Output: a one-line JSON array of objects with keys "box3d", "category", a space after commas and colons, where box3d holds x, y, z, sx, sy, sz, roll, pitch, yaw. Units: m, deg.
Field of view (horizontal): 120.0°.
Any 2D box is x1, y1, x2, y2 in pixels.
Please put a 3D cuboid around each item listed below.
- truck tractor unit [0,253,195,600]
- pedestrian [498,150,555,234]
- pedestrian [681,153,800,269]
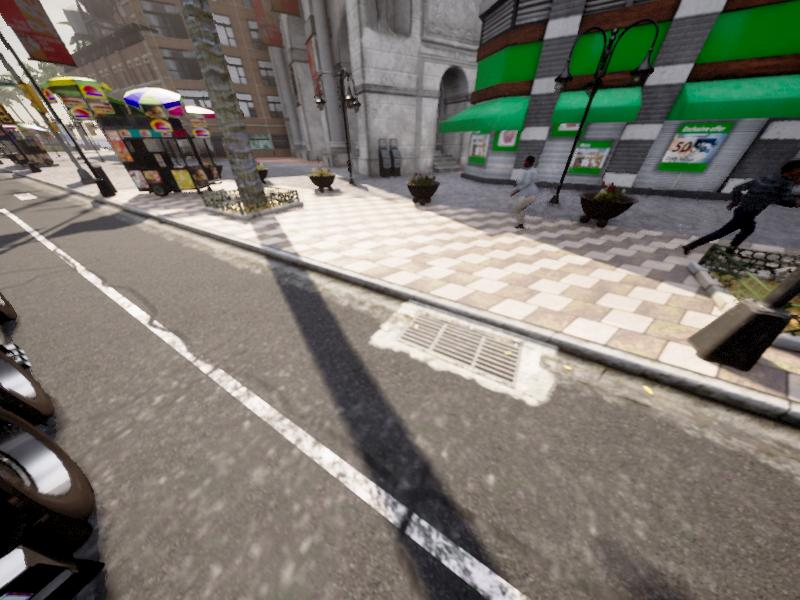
[{"box3d": [-5.090, -0.322, 0.802, 6.516, 4.208, 3.053, 19, 39, 25], "category": "truck tractor unit"}, {"box3d": [3.282, -2.834, 6.105, 0.751, 1.860, 0.751, 20, 40, 26], "category": "pedestrian"}, {"box3d": [6.660, -1.659, 4.389, 0.751, 1.860, 0.751, 16, 38, 22], "category": "pedestrian"}]
